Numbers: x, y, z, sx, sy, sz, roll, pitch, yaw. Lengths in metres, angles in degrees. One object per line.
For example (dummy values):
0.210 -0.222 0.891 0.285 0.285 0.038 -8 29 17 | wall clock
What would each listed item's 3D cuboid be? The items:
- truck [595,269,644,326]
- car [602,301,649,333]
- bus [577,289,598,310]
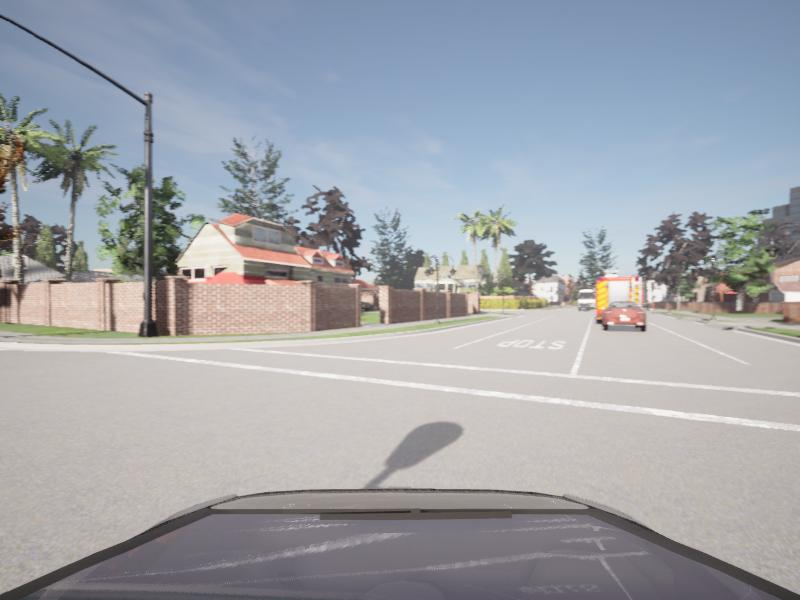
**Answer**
16.880 -0.156 31.155 2.891 3.827 8.468 0 0 27 | truck
13.095 0.908 23.524 2.152 1.651 5.027 0 0 26 | car
41.399 -0.100 88.079 3.944 4.253 10.273 0 0 26 | bus
